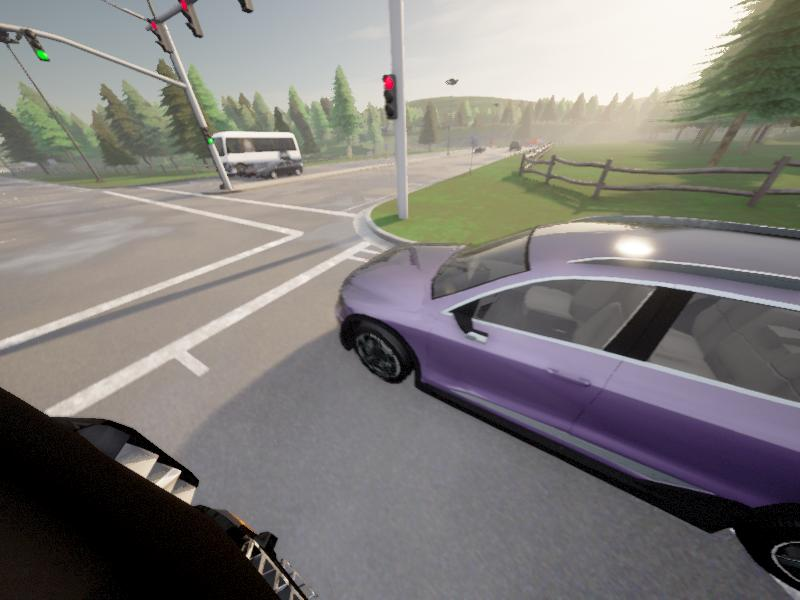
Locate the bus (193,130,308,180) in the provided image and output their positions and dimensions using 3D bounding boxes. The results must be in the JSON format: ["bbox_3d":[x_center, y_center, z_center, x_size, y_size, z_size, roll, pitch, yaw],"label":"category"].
[{"bbox_3d":[-16.988,-17.526,27.718,3.944,4.253,10.273,15,38,25],"label":"bus"}]

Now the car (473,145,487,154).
[{"bbox_3d":[19.466,-36.576,56.047,1.837,1.490,4.892,16,38,26],"label":"car"}]

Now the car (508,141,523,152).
[{"bbox_3d":[28.490,-37.979,56.983,2.150,2.045,5.566,16,38,26],"label":"car"}]

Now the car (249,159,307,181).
[{"bbox_3d":[-12.256,-13.358,23.587,1.837,1.490,4.892,15,38,25],"label":"car"}]

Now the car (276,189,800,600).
[{"bbox_3d":[1.532,0.156,2.115,4.856,1.649,2.033,17,39,27],"label":"car"}]

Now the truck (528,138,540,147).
[{"bbox_3d":[48.730,-57.182,83.899,2.627,2.467,5.204,18,39,28],"label":"truck"}]

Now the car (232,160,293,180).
[{"bbox_3d":[-14.982,-14.492,25.589,2.033,1.411,5.357,15,38,25],"label":"car"}]
